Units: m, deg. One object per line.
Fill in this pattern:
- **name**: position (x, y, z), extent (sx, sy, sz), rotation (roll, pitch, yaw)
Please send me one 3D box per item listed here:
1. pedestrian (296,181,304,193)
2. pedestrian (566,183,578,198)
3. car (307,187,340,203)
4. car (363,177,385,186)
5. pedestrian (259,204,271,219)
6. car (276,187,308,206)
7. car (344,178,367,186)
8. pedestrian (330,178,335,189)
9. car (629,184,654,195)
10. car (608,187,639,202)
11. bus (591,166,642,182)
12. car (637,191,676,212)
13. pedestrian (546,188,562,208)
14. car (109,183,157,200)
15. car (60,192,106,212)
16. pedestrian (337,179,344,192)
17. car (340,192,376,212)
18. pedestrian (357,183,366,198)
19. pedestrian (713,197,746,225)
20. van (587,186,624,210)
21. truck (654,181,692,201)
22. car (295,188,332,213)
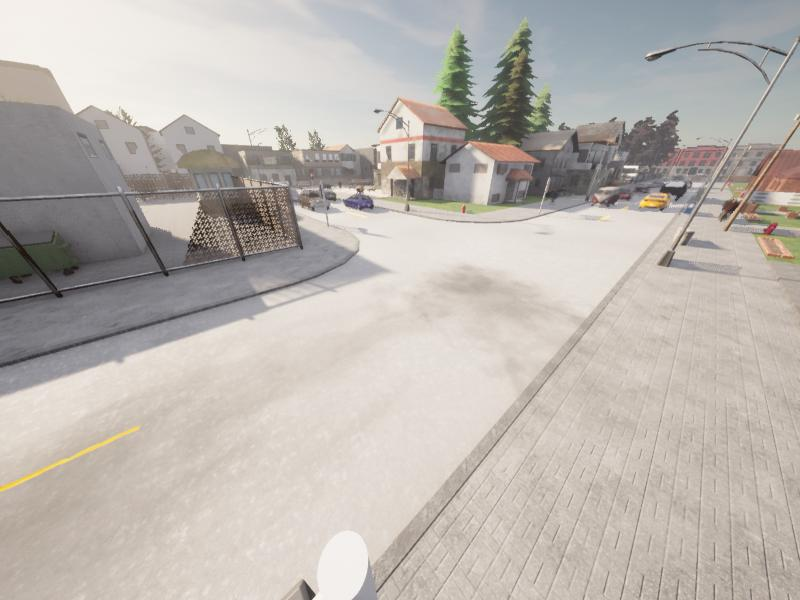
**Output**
- **pedestrian**: position (-17.330, -19.583, 40.016), extent (0.751, 1.860, 0.751), rotation (16, 34, 26)
- **pedestrian**: position (24.616, -15.680, 33.047), extent (0.751, 1.860, 0.751), rotation (-25, 38, -36)
- **car**: position (-10.279, -14.123, 30.987), extent (2.163, 1.488, 4.792), rotation (-23, 37, -34)
- **car**: position (-6.275, -28.716, 56.075), extent (4.611, 1.667, 2.242), rotation (-22, 36, -32)
- **pedestrian**: position (-11.430, -7.493, 19.610), extent (0.500, 1.100, 0.500), rotation (-25, 38, -36)
- **car**: position (-13.736, -13.162, 29.175), extent (2.033, 1.649, 4.856), rotation (-22, 37, -33)
- **car**: position (-11.033, -29.261, 57.113), extent (5.366, 1.575, 1.801), rotation (-23, 37, -35)
- **pedestrian**: position (-13.559, -23.420, 46.436), extent (0.751, 1.860, 0.751), rotation (-7, 31, -12)
- **car**: position (40.459, -18.529, 38.731), extent (4.181, 1.385, 1.994), rotation (-23, 37, -34)
- **car**: position (30.554, -14.469, 31.540), extent (4.514, 1.525, 2.007), rotation (-23, 37, -34)
- **bus**: position (67.359, -39.486, 72.156), extent (3.944, 4.253, 10.273), rotation (-23, 38, -35)
- **car**: position (27.922, -10.764, 25.112), extent (5.008, 1.535, 1.882), rotation (-22, 37, -33)
- **pedestrian**: position (16.796, -11.142, 25.190), extent (0.751, 1.860, 0.751), rotation (-17, 34, -26)
- **car**: position (-37.933, -15.504, 32.968), extent (3.866, 1.878, 1.905), rotation (-22, 37, -33)
- **car**: position (-33.330, -10.450, 24.440), extent (1.816, 1.474, 4.193), rotation (-23, 37, -34)
- **pedestrian**: position (-10.223, -19.630, 39.636), extent (0.751, 1.860, 0.751), rotation (-1, 30, -1)
- **car**: position (-4.554, -10.699, 25.063), extent (1.816, 1.474, 4.193), rotation (-23, 37, -34)
- **pedestrian**: position (-5.431, -15.483, 32.707), extent (0.751, 1.860, 0.751), rotation (-21, 36, -32)
- **pedestrian**: position (25.326, -6.862, 17.774), extent (0.751, 1.860, 0.751), rotation (-21, 36, -32)
- **van**: position (23.450, -11.711, 26.299), extent (4.442, 1.987, 1.775), rotation (-24, 37, -34)
- **truck**: position (39.116, -15.693, 33.085), extent (6.274, 2.098, 2.390), rotation (-22, 37, -33)
- **car**: position (-9.197, -10.625, 24.531), extent (1.932, 1.855, 4.605), rotation (-21, 36, -32)
